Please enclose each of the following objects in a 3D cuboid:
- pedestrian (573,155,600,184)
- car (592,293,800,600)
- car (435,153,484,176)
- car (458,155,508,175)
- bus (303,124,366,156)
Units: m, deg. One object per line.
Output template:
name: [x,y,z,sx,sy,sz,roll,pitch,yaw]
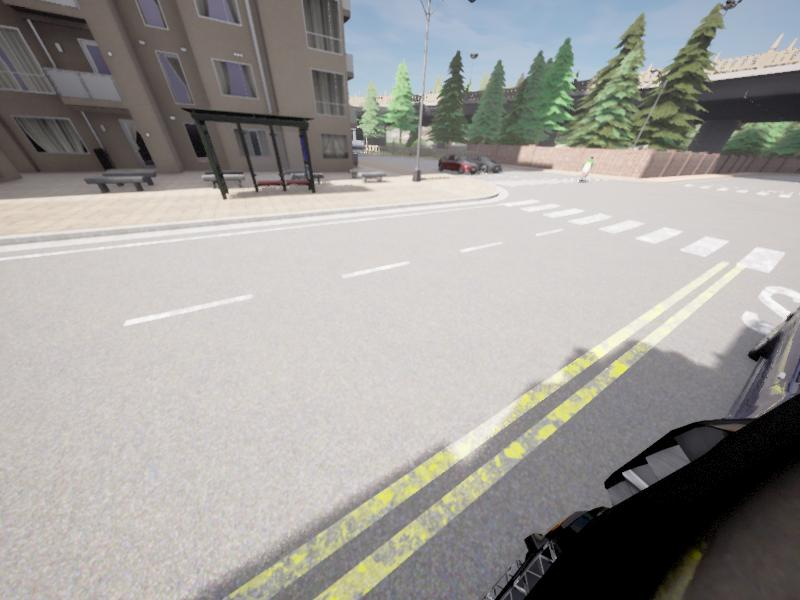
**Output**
pedestrian: [14.593,-10.216,18.086,0.751,1.860,0.751,-15,38,-23]
car: [3.725,1.023,1.403,4.718,1.301,1.895,-16,38,-26]
car: [5.328,-12.490,21.210,1.816,1.474,4.193,-17,39,-26]
car: [8.131,-13.538,23.040,1.994,1.385,4.181,-17,39,-27]
bus: [-11.783,-29.160,42.203,10.273,4.253,3.944,14,35,16]
